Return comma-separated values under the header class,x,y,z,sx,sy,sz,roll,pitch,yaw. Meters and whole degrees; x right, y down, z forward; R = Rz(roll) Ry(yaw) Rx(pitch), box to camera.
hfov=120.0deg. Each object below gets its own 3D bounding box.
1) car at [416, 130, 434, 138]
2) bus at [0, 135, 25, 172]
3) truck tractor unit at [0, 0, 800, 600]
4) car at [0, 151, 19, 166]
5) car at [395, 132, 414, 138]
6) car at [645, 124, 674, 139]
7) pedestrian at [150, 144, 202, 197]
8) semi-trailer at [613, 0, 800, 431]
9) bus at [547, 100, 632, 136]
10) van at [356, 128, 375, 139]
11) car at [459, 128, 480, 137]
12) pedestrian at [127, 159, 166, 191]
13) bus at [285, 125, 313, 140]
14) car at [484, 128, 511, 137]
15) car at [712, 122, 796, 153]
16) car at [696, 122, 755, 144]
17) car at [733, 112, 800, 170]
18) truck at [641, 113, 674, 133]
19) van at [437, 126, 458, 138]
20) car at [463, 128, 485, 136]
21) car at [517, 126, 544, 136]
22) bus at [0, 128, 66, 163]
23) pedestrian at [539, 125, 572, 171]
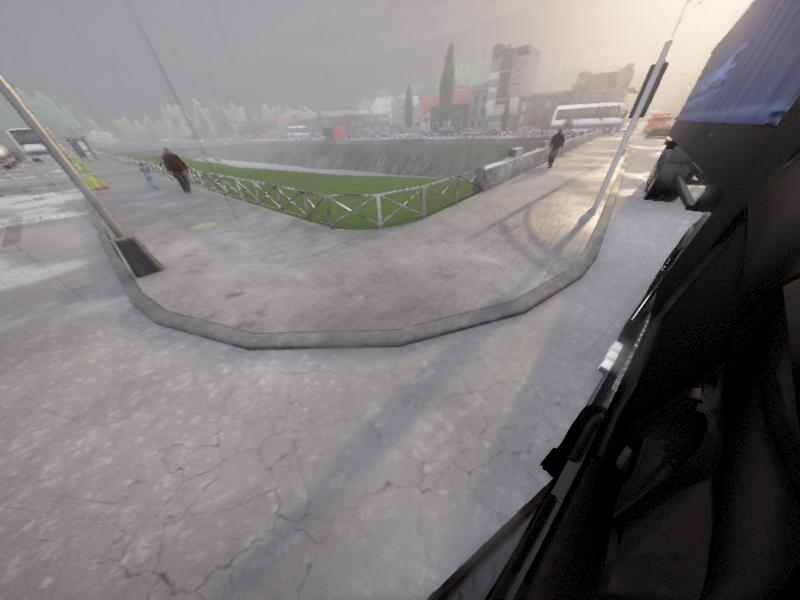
class,x,y,z,sx,sy,sz,roll,pitch,yaw
car,6.222,-41.656,57.956,4.193,1.474,1.816,25,45,32
bus,-50.049,-17.960,27.357,10.273,4.253,3.944,26,45,31
truck tractor unit,2.645,-0.295,0.351,6.516,4.208,3.053,-28,44,-30
car,-60.249,-21.491,35.023,5.366,1.575,1.801,25,45,32
car,1.166,-43.909,61.450,4.718,1.301,1.895,25,45,32
car,32.024,-20.897,28.607,1.895,1.301,4.718,25,45,32
pedestrian,-9.610,-5.574,9.978,0.751,1.860,0.751,24,44,31
semi-trailer,8.012,-3.992,4.811,2.717,4.402,14.254,26,45,33
bus,32.071,-31.004,39.699,10.273,4.253,3.944,24,44,31
van,-10.341,-49.681,68.884,5.915,2.561,1.988,25,45,32
car,15.441,-37.416,51.681,3.806,1.475,1.970,24,44,32
pedestrian,-12.730,-6.320,11.644,0.751,1.300,0.751,28,46,34
bus,-38.161,-63.243,87.399,10.273,4.253,3.944,25,45,31
car,20.430,-35.055,48.347,4.718,1.301,1.895,25,45,32
car,24.436,-11.452,16.214,2.007,1.525,4.514,25,44,32
car,29.641,-15.363,21.247,2.033,1.411,5.357,25,45,32
car,19.513,-7.922,11.350,2.150,2.045,5.566,25,45,32
truck,41.577,-28.639,37.426,2.627,2.467,5.204,25,44,32
van,11.093,-39.617,54.483,4.442,1.987,1.775,25,45,32
car,17.441,-39.545,54.503,4.181,1.385,1.994,25,45,32
car,25.342,-32.862,44.942,3.806,1.475,1.970,24,44,31
bus,-59.938,-25.410,37.988,10.273,4.253,3.944,25,45,32
pedestrian,7.833,-7.658,11.675,0.751,1.860,0.751,24,44,31
